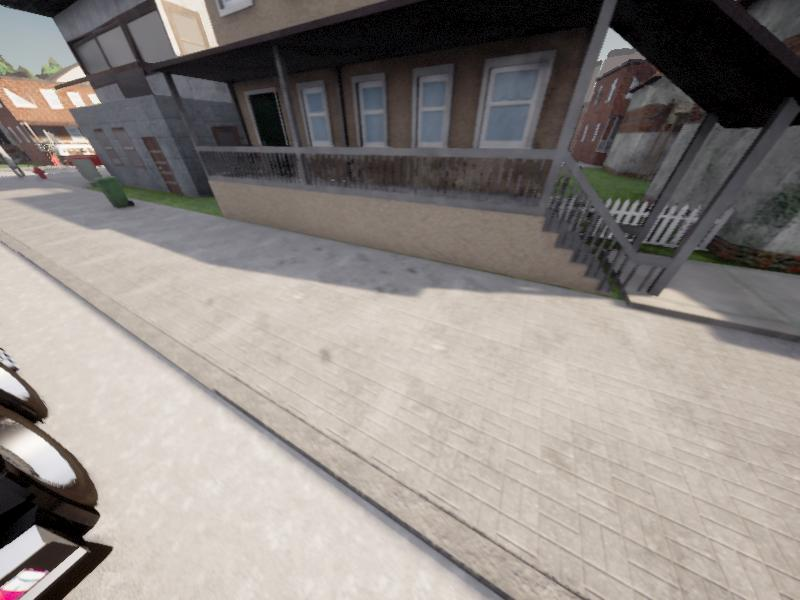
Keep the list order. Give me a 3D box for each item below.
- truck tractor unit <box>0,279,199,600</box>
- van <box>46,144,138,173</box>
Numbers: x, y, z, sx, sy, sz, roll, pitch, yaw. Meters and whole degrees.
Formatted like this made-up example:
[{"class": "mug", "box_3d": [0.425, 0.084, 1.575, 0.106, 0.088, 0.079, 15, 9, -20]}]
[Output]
[{"class": "truck tractor unit", "box_3d": [-5.138, -0.273, 0.743, 6.516, 4.208, 3.053, 17, 39, 23]}, {"class": "van", "box_3d": [-28.860, -13.534, 21.917, 2.069, 2.038, 4.480, 17, 38, 23]}]
